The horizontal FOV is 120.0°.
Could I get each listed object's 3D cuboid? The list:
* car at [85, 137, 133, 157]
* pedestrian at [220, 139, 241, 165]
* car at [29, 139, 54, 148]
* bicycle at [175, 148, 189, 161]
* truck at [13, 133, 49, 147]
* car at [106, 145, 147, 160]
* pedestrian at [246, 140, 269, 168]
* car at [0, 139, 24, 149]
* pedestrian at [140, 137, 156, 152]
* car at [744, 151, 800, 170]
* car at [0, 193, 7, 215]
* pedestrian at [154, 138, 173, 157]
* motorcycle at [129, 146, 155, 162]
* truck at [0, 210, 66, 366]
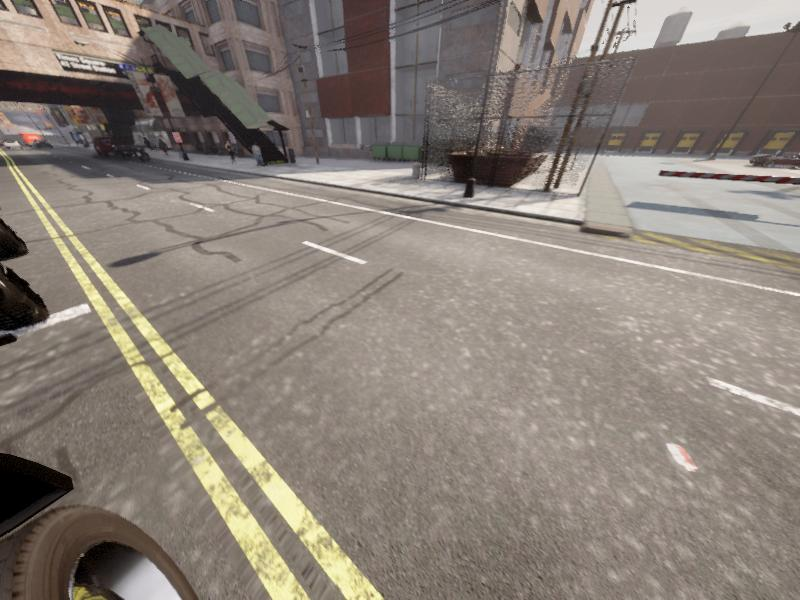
[{"bbox_3d":[-38.474,-20.285,30.520,5.566,2.045,2.435,22,40,27],"label":"car"},{"bbox_3d":[-14.862,-13.003,20.279,0.751,1.860,0.751,25,42,31],"label":"pedestrian"},{"bbox_3d":[-72.484,-31.652,46.687,4.974,1.542,2.038,22,41,27],"label":"car"},{"bbox_3d":[-22.007,-14.665,23.311,1.643,1.024,0.373,22,30,27],"label":"bicycle"},{"bbox_3d":[-83.045,-36.049,52.049,5.204,2.467,2.627,17,38,22],"label":"truck"},{"bbox_3d":[-32.365,-17.556,27.346,4.718,1.301,1.895,22,40,27],"label":"car"},{"bbox_3d":[-11.068,-11.395,18.038,0.751,1.860,0.751,22,40,27],"label":"pedestrian"},{"bbox_3d":[-76.000,-30.593,45.202,3.988,1.617,1.851,22,41,27],"label":"car"},{"bbox_3d":[-37.930,-23.423,34.825,0.751,1.860,0.751,17,38,22],"label":"pedestrian"},{"bbox_3d":[36.789,-13.089,21.674,4.718,1.301,1.895,22,40,27],"label":"car"},{"bbox_3d":[-16.210,-4.022,8.026,5.238,1.638,1.930,22,41,28],"label":"car"},{"bbox_3d":[-28.028,-18.093,27.365,0.751,1.860,0.751,22,41,27],"label":"pedestrian"},{"bbox_3d":[-26.999,-15.360,24.270,0.764,1.277,2.356,-15,38,-21],"label":"motorcycle"},{"bbox_3d":[-7.731,-0.794,3.137,6.274,2.098,2.390,22,41,28],"label":"truck"}]
